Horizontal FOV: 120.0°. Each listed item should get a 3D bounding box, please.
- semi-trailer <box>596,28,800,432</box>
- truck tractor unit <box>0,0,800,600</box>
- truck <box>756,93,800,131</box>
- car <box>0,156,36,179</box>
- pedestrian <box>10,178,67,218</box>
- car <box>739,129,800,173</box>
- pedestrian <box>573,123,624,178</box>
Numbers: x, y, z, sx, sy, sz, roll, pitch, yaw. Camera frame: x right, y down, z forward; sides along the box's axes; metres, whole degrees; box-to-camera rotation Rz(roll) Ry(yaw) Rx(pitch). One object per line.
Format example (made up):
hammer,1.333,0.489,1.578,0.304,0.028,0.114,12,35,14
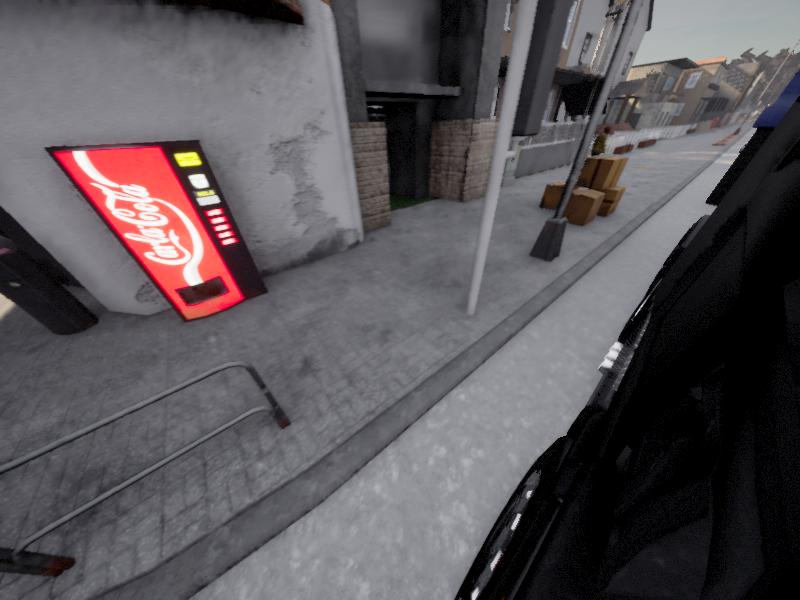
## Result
semi-trailer,8.812,-3.517,4.124,14.254,4.402,2.717,-27,43,-29
truck tractor unit,2.645,-0.295,0.351,6.516,4.208,3.053,-28,44,-30
truck,53.725,-26.093,32.171,8.468,3.827,2.891,-27,43,-29
car,-33.153,-10.979,19.117,1.895,1.301,4.718,-27,43,-29
pedestrian,-11.948,-3.377,7.675,0.500,1.100,0.500,24,44,30
car,18.505,-7.217,11.048,4.181,1.385,1.994,-27,43,-29
pedestrian,8.384,-6.350,9.851,0.751,1.860,0.751,-7,37,-6
